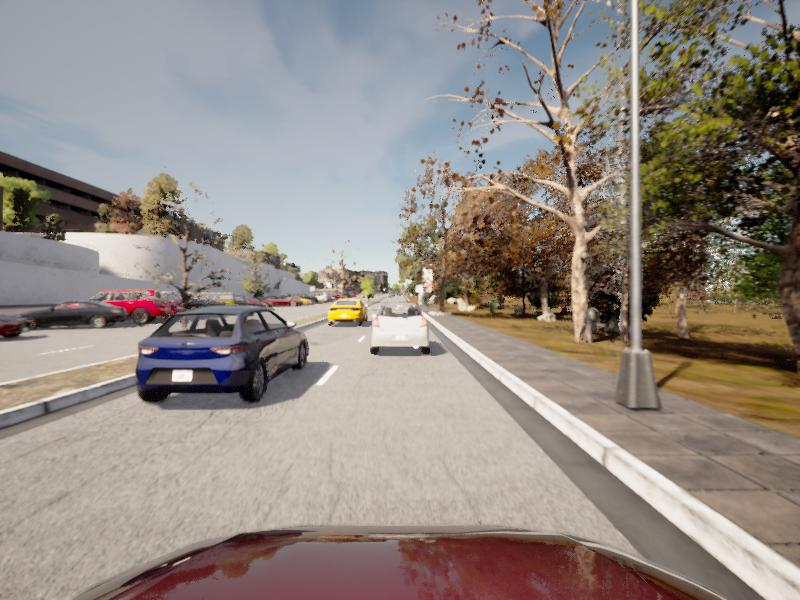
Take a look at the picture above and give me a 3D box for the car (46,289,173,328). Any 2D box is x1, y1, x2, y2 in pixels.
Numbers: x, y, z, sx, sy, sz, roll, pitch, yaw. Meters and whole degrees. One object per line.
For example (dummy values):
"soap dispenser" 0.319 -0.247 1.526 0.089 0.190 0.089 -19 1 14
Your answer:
"car" -16.891 0.426 23.702 5.566 2.045 2.435 -1 1 -20

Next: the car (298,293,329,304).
"car" -16.852 -0.372 77.628 5.566 2.045 2.435 -1 2 -20

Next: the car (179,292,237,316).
"car" -16.964 0.294 35.605 4.442 1.987 1.878 -1 1 -20

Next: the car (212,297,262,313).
"car" -16.844 0.478 41.616 4.674 1.452 2.002 -1 1 -20

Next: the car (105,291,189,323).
"car" -16.754 0.410 26.745 4.442 1.987 1.878 -1 1 -20

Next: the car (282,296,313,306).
"car" -16.836 0.147 65.635 4.674 1.452 2.002 -1 1 -20

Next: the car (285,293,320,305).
"car" -16.807 -0.192 68.649 5.566 2.045 2.435 -1 1 -20

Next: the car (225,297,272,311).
"car" -16.821 0.427 44.634 4.792 1.488 2.163 -1 1 -20

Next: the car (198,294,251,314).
"car" -16.823 0.352 38.641 4.553 1.767 2.185 -1 1 -20

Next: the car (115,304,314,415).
"car" -2.999 0.834 7.579 1.816 1.474 4.193 0 0 0

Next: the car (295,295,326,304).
"car" -16.653 -0.063 74.706 5.366 1.575 1.946 -1 1 -20

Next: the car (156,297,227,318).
"car" -16.849 0.559 32.669 4.892 1.521 2.231 -1 1 -20

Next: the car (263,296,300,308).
"car" -16.812 0.266 56.639 4.792 1.488 2.163 -1 1 -20

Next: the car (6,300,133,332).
"car" -16.859 0.751 20.734 4.674 1.452 2.002 -1 1 -20

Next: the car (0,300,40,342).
"car" -16.840 0.801 14.777 4.792 1.488 2.163 -1 0 -20

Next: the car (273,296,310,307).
"car" -17.006 0.153 62.561 5.366 1.575 1.946 -1 1 -20

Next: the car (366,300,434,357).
"car" 0.001 0.776 12.699 1.845 1.501 3.633 0 1 0

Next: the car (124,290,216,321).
"car" -16.835 0.346 29.697 5.566 2.045 2.435 -1 1 -20

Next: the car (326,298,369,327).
"car" -2.999 0.659 23.858 1.882 1.535 5.008 0 1 0
